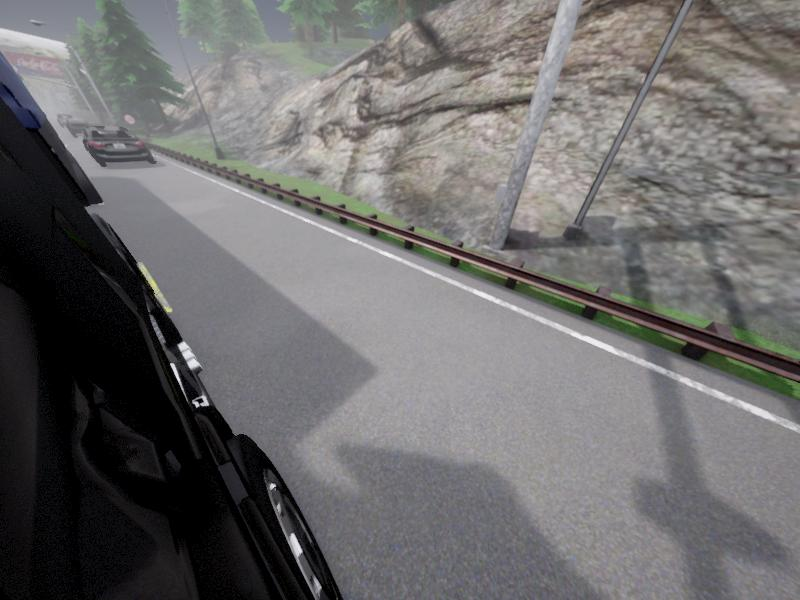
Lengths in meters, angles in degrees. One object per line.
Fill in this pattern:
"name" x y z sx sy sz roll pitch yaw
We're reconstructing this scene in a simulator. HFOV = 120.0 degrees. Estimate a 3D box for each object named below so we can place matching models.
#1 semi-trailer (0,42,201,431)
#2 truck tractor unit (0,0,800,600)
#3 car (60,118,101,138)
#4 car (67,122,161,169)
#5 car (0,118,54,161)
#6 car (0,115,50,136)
"semi-trailer" -8.689 -3.620 4.225 14.254 4.402 2.717 28 44 30
"truck tractor unit" -2.645 -0.295 0.351 6.516 4.208 3.053 28 44 30
"car" -34.045 -18.341 24.592 4.892 1.490 1.837 28 44 30
"car" -15.463 -8.439 12.486 4.611 1.667 2.242 28 44 30
"car" -21.824 -9.097 12.971 4.856 1.649 2.033 28 44 30
"car" -38.653 -18.082 23.920 4.902 1.511 2.128 28 44 30
